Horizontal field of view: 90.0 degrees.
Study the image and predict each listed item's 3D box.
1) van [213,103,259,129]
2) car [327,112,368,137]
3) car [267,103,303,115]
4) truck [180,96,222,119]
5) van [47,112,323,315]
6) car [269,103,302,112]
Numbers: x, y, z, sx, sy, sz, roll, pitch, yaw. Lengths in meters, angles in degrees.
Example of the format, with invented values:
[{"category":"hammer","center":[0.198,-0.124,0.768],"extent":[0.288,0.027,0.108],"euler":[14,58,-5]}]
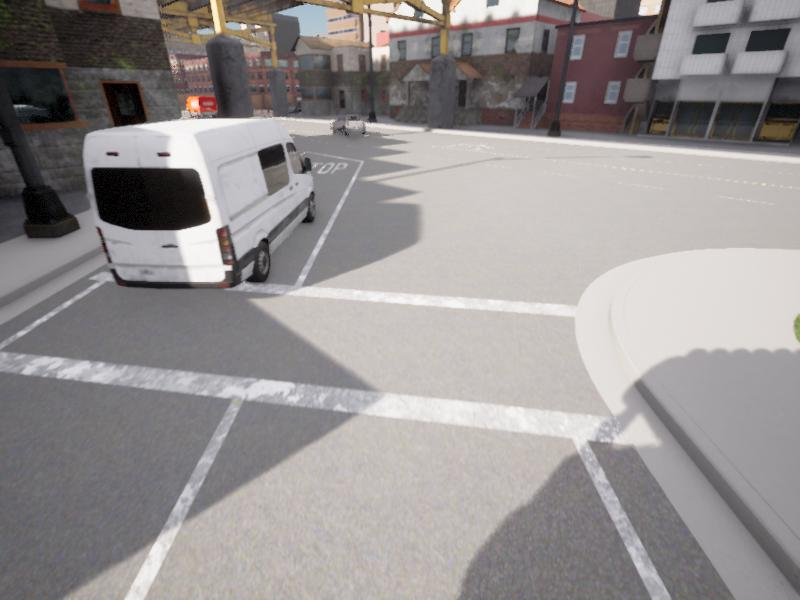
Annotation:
[{"category":"van","center":[-15.519,-17.437,37.772],"extent":[2.069,2.038,4.480],"euler":[-25,36,-39]},{"category":"car","center":[-4.152,-13.815,31.392],"extent":[1.845,1.501,3.633],"euler":[-14,30,-26]},{"category":"car","center":[-16.933,-28.208,58.966],"extent":[4.974,1.542,2.038],"euler":[-7,28,-13]},{"category":"truck","center":[-25.332,-24.502,50.863],"extent":[2.627,2.467,5.204],"euler":[-25,36,-39]},{"category":"van","center":[-3.277,-2.294,8.150],"extent":[1.988,2.561,5.915],"euler":[1,27,2]},{"category":"car","center":[-16.883,-28.354,58.905],"extent":[4.536,1.218,1.853],"euler":[-7,28,-13]}]
